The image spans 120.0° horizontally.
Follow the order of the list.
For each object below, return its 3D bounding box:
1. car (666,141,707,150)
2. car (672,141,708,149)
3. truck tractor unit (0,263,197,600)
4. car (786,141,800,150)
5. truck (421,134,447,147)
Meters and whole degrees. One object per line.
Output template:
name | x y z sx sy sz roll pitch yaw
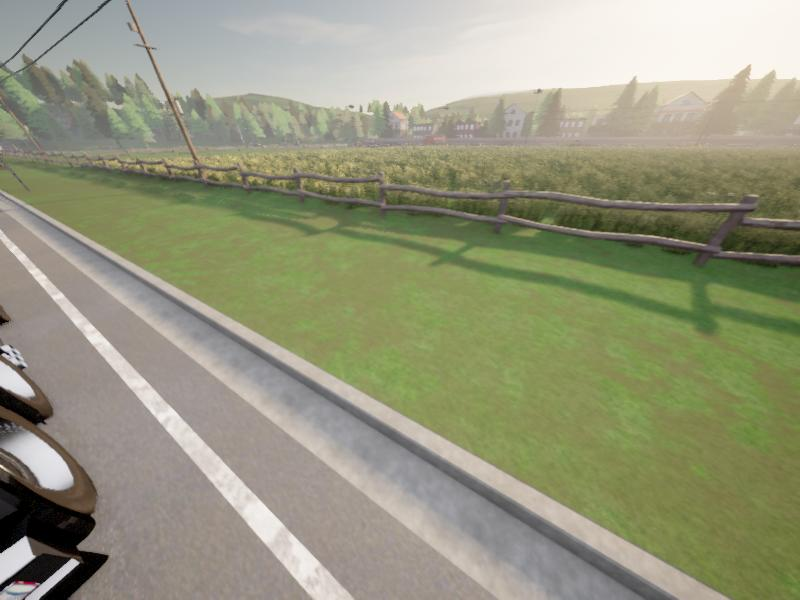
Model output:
car | 65.183 -35.256 52.706 5.366 1.575 1.801 18 39 25
car | 70.917 -37.994 56.592 5.008 1.535 1.882 18 39 25
truck tractor unit | -5.115 -0.296 0.780 6.516 4.208 3.053 18 39 24
car | 86.958 -32.663 48.855 4.902 1.511 2.128 18 39 25
truck | 12.331 -58.268 84.297 8.468 3.827 2.891 18 39 25
